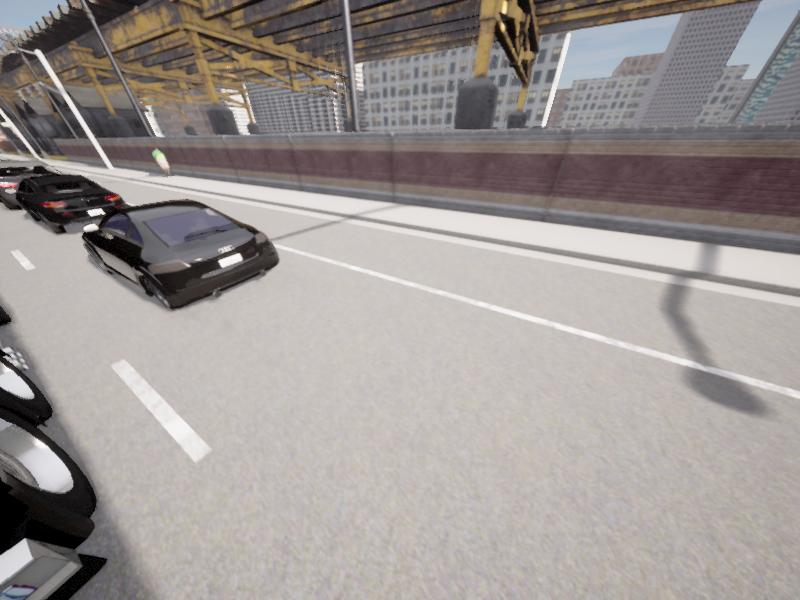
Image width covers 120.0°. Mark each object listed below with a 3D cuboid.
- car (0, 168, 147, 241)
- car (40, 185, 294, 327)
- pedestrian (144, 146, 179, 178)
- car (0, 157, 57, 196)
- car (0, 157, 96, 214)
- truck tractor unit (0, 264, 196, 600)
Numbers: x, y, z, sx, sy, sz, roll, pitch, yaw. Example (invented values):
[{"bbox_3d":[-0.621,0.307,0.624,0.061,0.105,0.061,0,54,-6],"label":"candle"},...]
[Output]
[{"bbox_3d":[-11.009,-3.370,7.702,4.674,1.442,1.812,18,39,24],"label":"car"},{"bbox_3d":[-4.557,-1.248,4.654,4.181,1.385,1.994,18,39,24],"label":"car"},{"bbox_3d":[-16.284,-9.440,15.813,0.751,1.860,0.751,17,39,24],"label":"pedestrian"},{"bbox_3d":[-22.405,-7.094,13.108,4.902,1.511,2.128,18,39,24],"label":"car"},{"bbox_3d":[-16.505,-5.247,10.256,4.611,1.667,2.242,18,39,24],"label":"car"},{"bbox_3d":[-5.114,-0.295,0.799,6.516,4.208,3.053,18,38,25],"label":"truck tractor unit"}]
